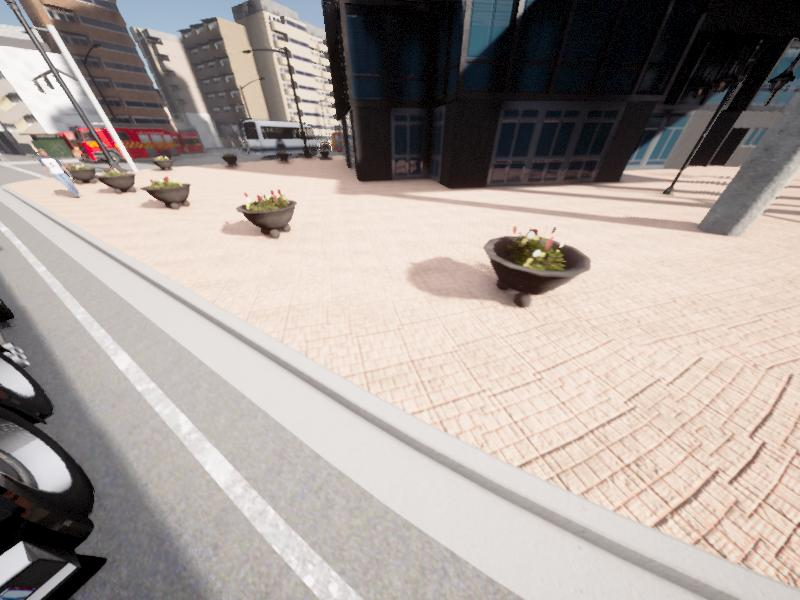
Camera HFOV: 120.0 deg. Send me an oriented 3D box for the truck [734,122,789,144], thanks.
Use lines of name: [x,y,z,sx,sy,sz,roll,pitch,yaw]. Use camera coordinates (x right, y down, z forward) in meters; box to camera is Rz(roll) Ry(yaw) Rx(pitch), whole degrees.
truck: [81.609,-37.885,52.532,2.891,3.827,8.468,19,40,26]

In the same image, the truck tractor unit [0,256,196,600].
truck tractor unit: [-5.103,-0.310,0.782,6.516,4.208,3.053,19,40,25]

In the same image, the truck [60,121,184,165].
truck: [-33.003,-19.137,28.193,2.891,3.827,8.468,18,39,24]

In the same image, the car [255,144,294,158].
car: [-19.564,-23.492,36.320,2.033,1.649,4.856,18,39,24]

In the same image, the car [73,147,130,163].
car: [-37.065,-18.127,28.818,1.970,1.475,3.806,18,39,24]

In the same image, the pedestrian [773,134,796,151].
pedestrian: [50.818,-20.872,30.554,0.751,1.860,0.751,-21,40,-26]

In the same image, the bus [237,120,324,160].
bus: [-16.833,-23.416,33.904,3.944,4.253,10.273,18,39,24]

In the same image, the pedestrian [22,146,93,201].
pedestrian: [-14.011,-5.195,9.515,0.751,1.860,0.751,19,40,25]
